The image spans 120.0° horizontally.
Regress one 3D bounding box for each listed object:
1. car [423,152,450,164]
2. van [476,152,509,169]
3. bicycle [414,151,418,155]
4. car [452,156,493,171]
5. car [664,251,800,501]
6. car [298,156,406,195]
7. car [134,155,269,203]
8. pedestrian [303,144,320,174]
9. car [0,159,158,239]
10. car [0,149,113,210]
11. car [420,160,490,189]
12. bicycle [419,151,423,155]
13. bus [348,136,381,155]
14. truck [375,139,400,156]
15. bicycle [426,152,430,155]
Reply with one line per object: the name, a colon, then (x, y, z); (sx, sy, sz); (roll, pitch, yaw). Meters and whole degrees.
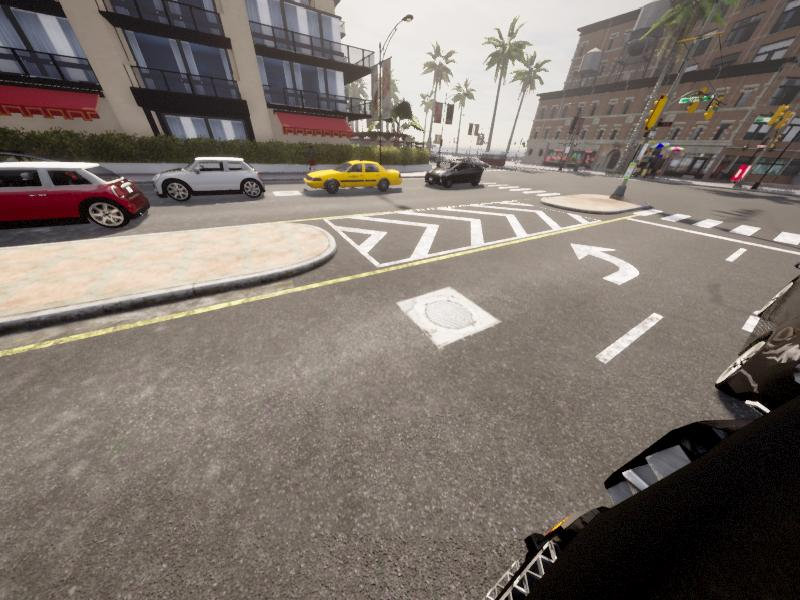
car: (6.556, -25.853, 42.023); (2.128, 1.511, 4.902); (-16, 38, -26)
van: (14.475, -22.084, 36.527); (1.775, 1.987, 4.442); (-16, 38, -26)
bicycle: (5.176, -48.201, 75.756); (0.373, 1.024, 1.643); (-16, 38, -27)
car: (9.687, -18.589, 31.430); (2.033, 1.411, 5.357); (-13, 37, -23)
car: (5.407, 0.457, 2.309); (4.902, 1.511, 2.128); (-16, 38, -26)
car: (-2.470, -6.913, 12.738); (5.366, 1.575, 1.801); (-16, 38, -26)
car: (-8.046, -5.240, 9.882); (3.806, 1.475, 1.970); (-16, 38, -26)
pedestrian: (-6.637, -10.611, 17.414); (0.751, 1.860, 0.751); (-16, 38, -26)
car: (-9.274, -2.632, 5.860); (3.806, 1.475, 1.970); (-16, 38, -26)
car: (-12.716, -3.908, 7.446); (3.705, 1.549, 1.789); (-16, 38, -26)
car: (3.879, -8.901, 16.271); (4.514, 1.525, 2.007); (-20, 40, -30)
bicycle: (6.904, -48.709, 76.654); (0.373, 1.024, 1.643); (-16, 38, -27)
bus: (-10.677, -46.109, 68.709); (10.273, 4.253, 3.944); (30, 42, 34)
truck: (-3.690, -44.097, 66.607); (2.891, 3.827, 8.468); (-22, 41, -32)
bicycle: (9.494, -49.471, 78.002); (0.373, 1.024, 1.643); (-16, 38, -27)
